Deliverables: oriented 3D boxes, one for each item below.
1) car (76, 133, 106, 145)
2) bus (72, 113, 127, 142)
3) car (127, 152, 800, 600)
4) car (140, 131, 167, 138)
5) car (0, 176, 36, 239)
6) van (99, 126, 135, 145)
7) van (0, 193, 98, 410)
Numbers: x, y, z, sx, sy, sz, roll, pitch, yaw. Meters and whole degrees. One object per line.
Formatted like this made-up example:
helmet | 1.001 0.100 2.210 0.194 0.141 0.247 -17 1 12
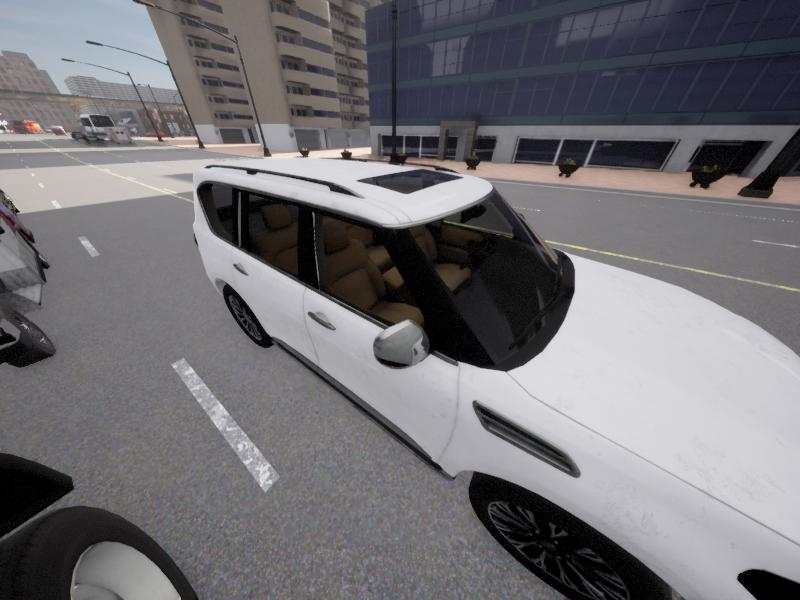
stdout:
car | -54.202 -28.286 40.483 4.902 1.511 2.128 24 42 27
bus | -60.718 -34.809 46.663 10.273 4.253 3.944 24 41 27
car | -0.019 -0.211 2.438 5.566 2.045 2.150 23 41 28
car | -69.568 -46.716 65.149 2.242 1.667 4.611 24 42 29
car | -12.931 -2.858 6.572 4.902 1.511 2.128 23 41 28
van | -51.762 -30.145 42.307 6.366 2.431 2.351 24 42 27
van | -6.907 -0.729 2.804 6.366 2.431 2.351 22 41 28
